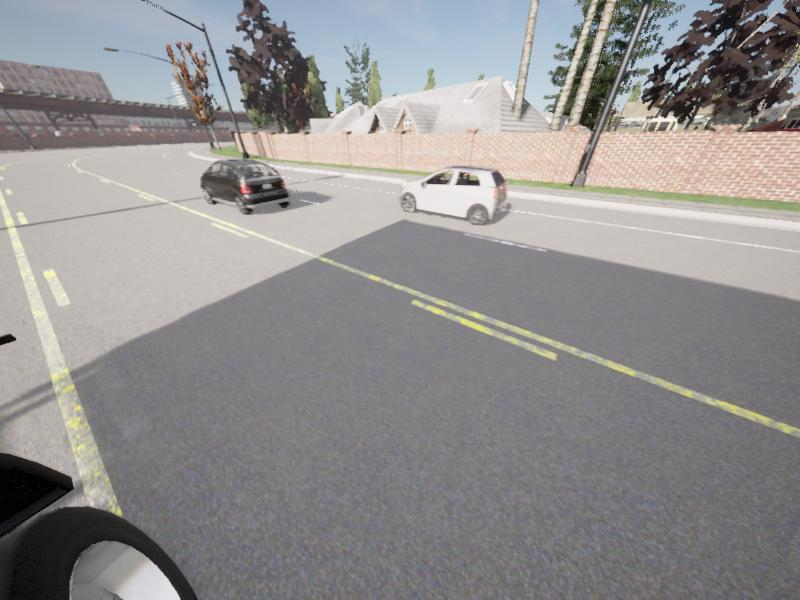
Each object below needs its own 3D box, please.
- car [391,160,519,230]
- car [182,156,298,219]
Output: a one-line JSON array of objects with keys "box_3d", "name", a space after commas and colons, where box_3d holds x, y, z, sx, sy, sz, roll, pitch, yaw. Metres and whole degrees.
[{"box_3d": [1.719, -3.739, 7.880, 3.633, 1.501, 1.845, 22, 41, 27], "name": "car"}, {"box_3d": [-5.925, -4.344, 8.626, 3.705, 1.549, 1.789, 22, 41, 27], "name": "car"}]
